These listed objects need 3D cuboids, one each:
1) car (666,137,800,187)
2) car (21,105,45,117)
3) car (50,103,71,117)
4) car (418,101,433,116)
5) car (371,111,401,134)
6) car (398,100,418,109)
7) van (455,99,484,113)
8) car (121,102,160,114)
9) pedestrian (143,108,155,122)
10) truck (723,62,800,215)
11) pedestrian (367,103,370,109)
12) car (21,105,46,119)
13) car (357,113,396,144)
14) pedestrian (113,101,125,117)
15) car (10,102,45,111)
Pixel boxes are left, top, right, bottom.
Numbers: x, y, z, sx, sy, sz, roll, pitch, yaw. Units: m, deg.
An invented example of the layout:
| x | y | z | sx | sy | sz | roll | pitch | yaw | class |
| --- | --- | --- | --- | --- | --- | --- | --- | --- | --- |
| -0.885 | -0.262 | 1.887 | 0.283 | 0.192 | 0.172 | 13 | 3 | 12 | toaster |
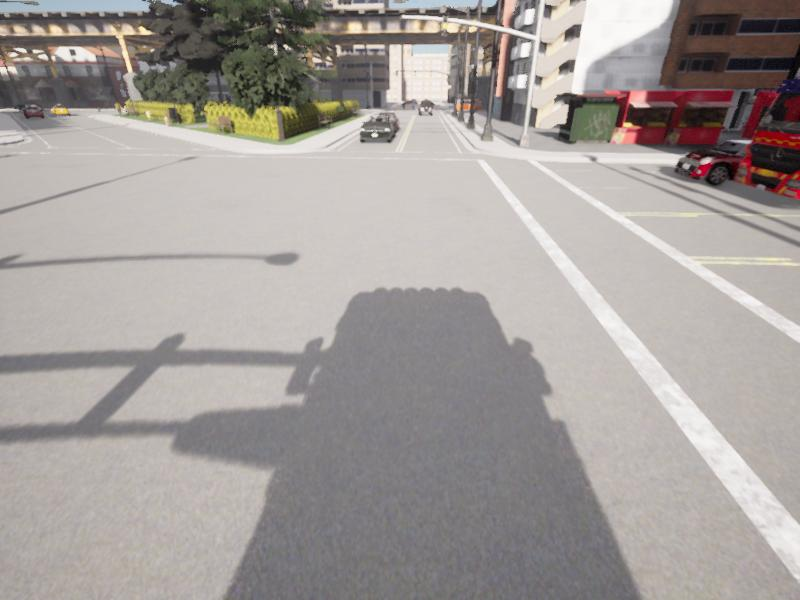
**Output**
| x | y | z | sx | sy | sz | roll | pitch | yaw | class |
| --- | --- | --- | --- | --- | --- | --- | --- | --- | --- |
| 12.920 | -5.312 | 15.329 | 3.806 | 1.475 | 1.970 | 2 | 28 | 2 | car |
| -52.199 | -26.898 | 56.845 | 1.970 | 1.475 | 3.806 | -22 | 35 | -36 | car |
| -50.317 | -28.216 | 59.280 | 1.801 | 1.575 | 5.366 | -21 | 34 | -34 | car |
| 3.721 | -28.509 | 59.383 | 1.905 | 1.878 | 3.866 | 0 | 28 | 0 | car |
| -1.116 | -15.250 | 34.295 | 2.163 | 1.488 | 4.792 | 1 | 27 | 3 | car |
| 1.654 | -39.917 | 81.687 | 2.038 | 1.542 | 4.974 | 14 | 30 | 25 | car |
| 11.413 | -32.002 | 65.989 | 4.442 | 1.987 | 1.775 | 1 | 27 | 3 | van |
| -44.444 | -32.944 | 68.625 | 5.027 | 1.651 | 2.152 | 1 | 27 | 3 | car |
| -27.888 | -20.557 | 44.398 | 0.751 | 1.300 | 0.751 | -18 | 33 | -31 | pedestrian |
| 15.436 | -4.668 | 11.601 | 8.468 | 3.827 | 2.891 | 2 | 28 | 2 | truck |
| -6.034 | -37.206 | 76.636 | 0.500 | 1.100 | 0.500 | 2 | 27 | 3 | pedestrian |
| -48.451 | -24.841 | 52.875 | 1.970 | 1.475 | 3.806 | -22 | 35 | -36 | car |
| -1.503 | -12.122 | 28.118 | 2.152 | 1.651 | 5.027 | 2 | 27 | 3 | car |
| -37.425 | -25.442 | 53.221 | 0.751 | 1.860 | 0.751 | -22 | 35 | -36 | pedestrian |
| -67.694 | -35.138 | 72.740 | 4.193 | 1.474 | 1.816 | 1 | 27 | 3 | car |
